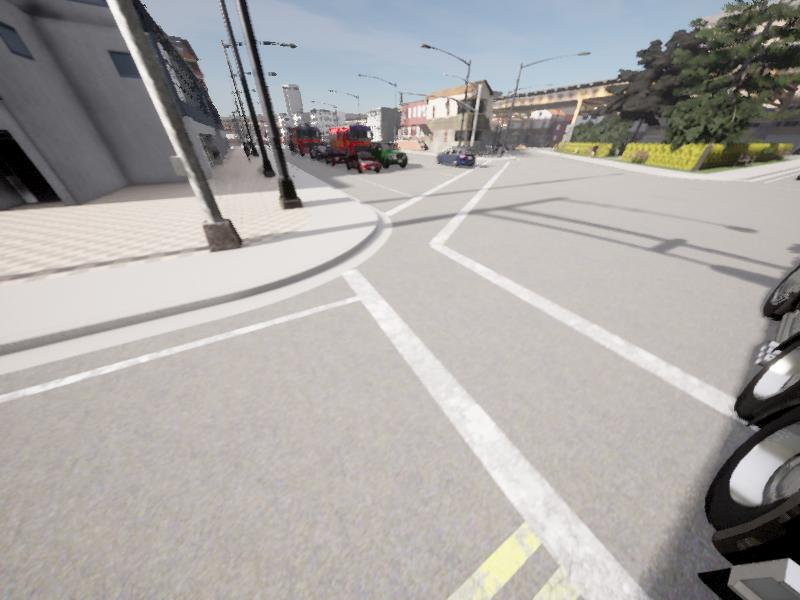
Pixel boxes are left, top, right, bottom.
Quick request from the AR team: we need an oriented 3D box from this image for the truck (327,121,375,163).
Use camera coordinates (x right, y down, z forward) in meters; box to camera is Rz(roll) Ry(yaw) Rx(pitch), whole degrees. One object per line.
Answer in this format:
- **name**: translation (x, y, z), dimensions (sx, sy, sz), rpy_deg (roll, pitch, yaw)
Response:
- **truck**: translation (-6.331, -20.085, 29.287), dimensions (2.891, 3.827, 8.468), rpy_deg (-17, 39, -24)

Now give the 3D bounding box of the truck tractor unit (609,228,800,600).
- **truck tractor unit**: translation (5.053, -0.352, 0.871), dimensions (6.516, 4.208, 3.053), rpy_deg (-21, 40, -27)

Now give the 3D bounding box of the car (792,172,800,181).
- **car**: translation (30.818, -9.345, 16.274), dimensions (5.027, 1.651, 2.152), rpy_deg (-17, 38, -23)

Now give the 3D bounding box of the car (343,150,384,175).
- **car**: translation (-3.099, -11.563, 19.297), dimensions (1.816, 1.474, 4.193), rpy_deg (-17, 39, -24)

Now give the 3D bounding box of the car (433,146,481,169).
- **car**: translation (5.722, -14.800, 23.866), dimensions (2.242, 1.667, 4.611), rpy_deg (-17, 39, -23)

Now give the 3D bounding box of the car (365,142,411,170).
- **car**: translation (-1.298, -14.100, 22.441), dimensions (2.150, 2.045, 5.566), rpy_deg (-18, 39, -24)

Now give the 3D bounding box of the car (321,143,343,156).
- **car**: translation (-10.658, -23.591, 36.077), dimensions (1.812, 1.442, 4.674), rpy_deg (-17, 40, -23)

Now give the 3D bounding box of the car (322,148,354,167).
- **car**: translation (-6.580, -15.067, 24.362), dimensions (1.994, 1.385, 4.181), rpy_deg (-17, 39, -23)

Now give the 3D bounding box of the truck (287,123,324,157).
- **truck**: translation (-14.332, -24.223, 34.815), dimensions (2.891, 3.827, 8.468), rpy_deg (-17, 40, -24)

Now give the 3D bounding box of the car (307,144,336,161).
- **car**: translation (-9.971, -18.671, 29.204), dimensions (2.038, 1.542, 4.974), rpy_deg (-17, 39, -24)

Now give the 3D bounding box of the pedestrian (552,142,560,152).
- **pedestrian**: translation (35.739, -35.105, 52.941), dimensions (0.751, 1.860, 0.751), rpy_deg (9, 36, 13)
